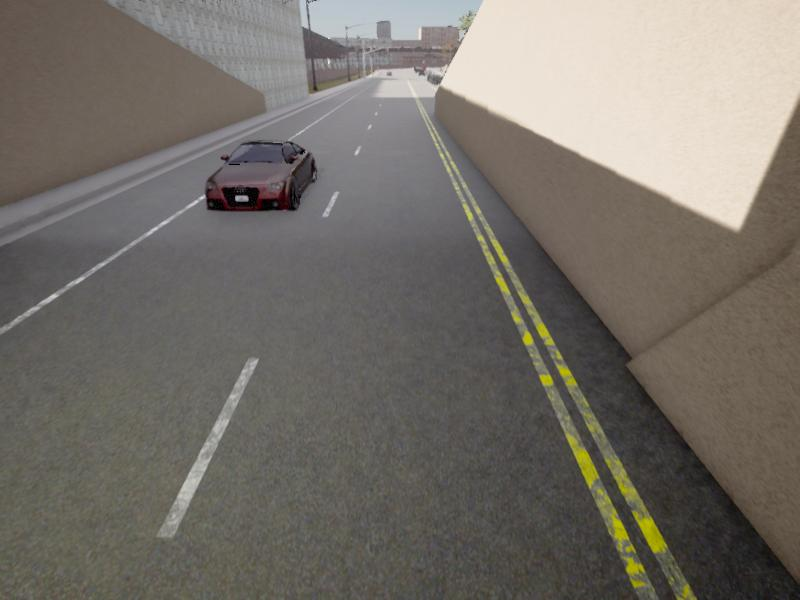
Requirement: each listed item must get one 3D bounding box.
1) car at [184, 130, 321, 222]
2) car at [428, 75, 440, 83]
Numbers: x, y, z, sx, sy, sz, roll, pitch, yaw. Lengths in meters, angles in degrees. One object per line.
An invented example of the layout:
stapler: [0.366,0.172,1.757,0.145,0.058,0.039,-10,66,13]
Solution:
car: [-3.494,-3.404,10.459,1.994,1.385,4.181,0,30,0]
car: [7.016,-45.964,83.188,2.033,1.411,5.357,0,30,0]
